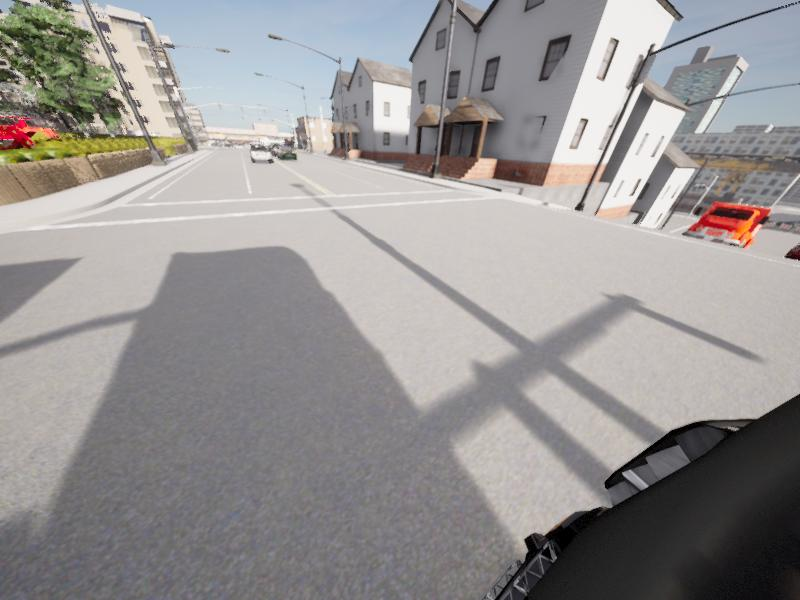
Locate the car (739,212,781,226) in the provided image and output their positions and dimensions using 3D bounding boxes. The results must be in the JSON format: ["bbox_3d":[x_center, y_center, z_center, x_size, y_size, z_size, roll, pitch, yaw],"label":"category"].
[{"bbox_3d":[76.503,-17.350,49.198,2.038,1.542,4.974,10,34,10],"label":"car"}]

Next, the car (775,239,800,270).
[{"bbox_3d":[19.265,-1.967,10.372,4.181,1.385,1.994,-3,31,-33],"label":"car"}]

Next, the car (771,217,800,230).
[{"bbox_3d":[78.786,-15.049,45.923,4.974,1.542,2.038,16,36,18],"label":"car"}]

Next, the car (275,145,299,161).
[{"bbox_3d":[-15.250,-19.779,31.069,2.038,1.542,4.974,-16,38,-26],"label":"car"}]

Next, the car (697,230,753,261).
[{"bbox_3d":[25.016,-4.157,17.777,4.193,1.474,1.816,-3,31,-34],"label":"car"}]

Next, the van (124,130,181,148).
[{"bbox_3d":[-45.434,-29.664,42.694,6.366,2.431,2.351,-15,38,-25],"label":"van"}]

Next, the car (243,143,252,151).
[{"bbox_3d":[-42.740,-42.936,64.848,1.812,1.442,4.674,-16,33,-26],"label":"car"}]

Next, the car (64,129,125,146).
[{"bbox_3d":[-52.038,-27.721,39.587,5.566,2.045,2.150,-15,38,-25],"label":"car"}]

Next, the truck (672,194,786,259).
[{"bbox_3d":[19.285,-4.240,13.732,5.204,2.467,2.627,-3,31,-34],"label":"truck"}]

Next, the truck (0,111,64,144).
[{"bbox_3d":[-59.892,-26.370,35.319,8.468,3.827,2.891,-15,37,-24],"label":"truck"}]

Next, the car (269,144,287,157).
[{"bbox_3d":[-19.841,-24.429,37.624,1.851,1.617,3.988,-16,38,-26],"label":"car"}]

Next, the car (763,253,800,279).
[{"bbox_3d":[38.635,-3.421,22.966,4.605,1.855,1.932,-6,33,-31],"label":"car"}]

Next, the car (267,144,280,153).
[{"bbox_3d":[-25.310,-30.431,46.359,1.812,1.442,4.674,-9,36,-18],"label":"car"}]

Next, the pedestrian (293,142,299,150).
[{"bbox_3d":[-26.907,-39.921,59.909,0.751,1.860,0.751,22,38,26],"label":"pedestrian"}]

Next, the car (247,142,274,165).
[{"bbox_3d":[-14.925,-15.701,24.655,1.932,1.855,4.605,-15,38,-25],"label":"car"}]
